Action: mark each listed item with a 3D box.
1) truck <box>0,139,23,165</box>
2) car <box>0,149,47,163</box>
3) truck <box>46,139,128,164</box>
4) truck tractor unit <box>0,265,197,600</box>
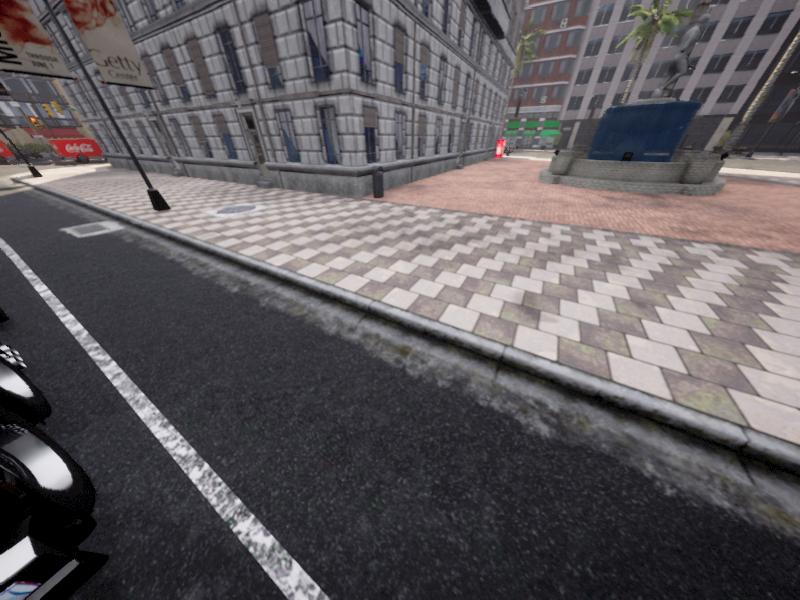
[{"bbox_3d":[-48.711,-16.648,26.145,2.627,2.467,5.204,5,35,8],"label":"truck"},{"bbox_3d":[-51.718,-19.274,30.840,1.812,1.442,4.674,18,39,24],"label":"car"},{"bbox_3d":[-39.344,-18.894,29.293,2.627,2.467,5.204,18,39,24],"label":"truck"},{"bbox_3d":[-5.110,-0.303,0.773,6.516,4.208,3.053,18,39,24],"label":"truck tractor unit"}]
